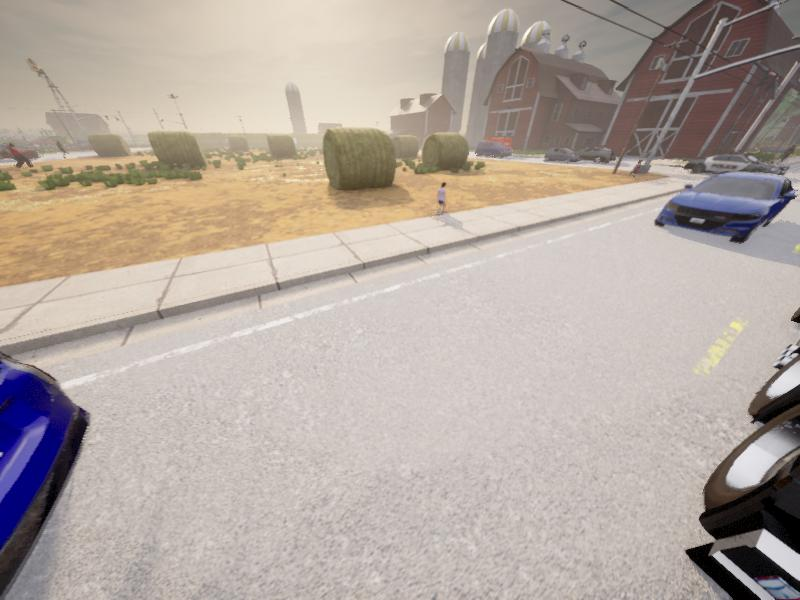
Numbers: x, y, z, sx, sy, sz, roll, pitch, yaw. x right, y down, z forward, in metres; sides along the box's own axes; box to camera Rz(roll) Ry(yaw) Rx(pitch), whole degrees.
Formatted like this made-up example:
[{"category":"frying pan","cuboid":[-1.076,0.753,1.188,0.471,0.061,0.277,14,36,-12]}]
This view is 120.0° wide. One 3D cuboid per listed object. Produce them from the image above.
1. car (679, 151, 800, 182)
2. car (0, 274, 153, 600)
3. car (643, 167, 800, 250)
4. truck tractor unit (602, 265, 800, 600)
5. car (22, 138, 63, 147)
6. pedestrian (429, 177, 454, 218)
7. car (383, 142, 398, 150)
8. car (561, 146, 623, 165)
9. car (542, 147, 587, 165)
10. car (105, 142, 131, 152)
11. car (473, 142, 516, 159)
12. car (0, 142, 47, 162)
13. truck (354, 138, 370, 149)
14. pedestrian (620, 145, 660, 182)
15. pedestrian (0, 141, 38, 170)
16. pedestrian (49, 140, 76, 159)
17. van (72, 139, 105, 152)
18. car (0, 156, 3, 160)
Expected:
[{"category":"car","cuboid":[25.807,-10.411,17.792,2.038,1.542,4.974,-15,38,-20]},{"category":"car","cuboid":[-4.054,1.586,0.352,4.514,1.525,2.007,-18,39,-24]},{"category":"car","cuboid":[10.224,-3.068,7.145,5.008,1.535,1.882,-18,39,-25]},{"category":"truck tractor unit","cuboid":[5.109,-0.304,0.774,6.516,4.208,3.053,-18,39,-24]},{"category":"car","cuboid":[-85.330,-37.672,55.255,4.611,1.667,2.242,-12,37,-20]},{"category":"pedestrian","cuboid":[1.330,-3.314,7.502,0.500,1.100,0.500,28,43,34]},{"category":"car","cuboid":[-2.613,-41.711,62.523,2.038,1.542,4.974,-19,39,-25]},{"category":"car","cuboid":[22.845,-17.454,27.770,2.152,1.651,5.027,-19,39,-25]},{"category":"car","cuboid":[19.203,-17.001,27.190,1.845,1.501,3.633,-19,39,-25]},{"category":"car","cuboid":[-57.531,-31.321,47.260,1.970,1.475,3.806,-16,38,-22]},{"category":"car","cuboid":[13.838,-22.335,34.373,2.150,2.045,5.566,-19,39,-25]},{"category":"car","cuboid":[-44.721,-17.213,26.739,2.097,1.767,4.553,-16,38,-22]},{"category":"truck","cuboid":[-11.383,-46.576,68.623,2.627,2.467,5.204,-19,39,-25]},{"category":"pedestrian","cuboid":[14.640,-8.354,14.164,0.751,1.860,0.751,2,35,3]},{"category":"pedestrian","cuboid":[-29.426,-11.165,17.807,0.751,1.860,0.751,-29,44,-35]},{"category":"pedestrian","cuboid":[-39.104,-17.482,26.804,0.751,1.860,0.751,-4,35,-6]},{"category":"van","cuboid":[-59.772,-29.694,44.381,1.775,1.987,4.442,-16,38,-22]},{"category":"car","cuboid":[-47.883,-16.210,25.507,2.007,1.525,4.514,-16,38,-22]}]
